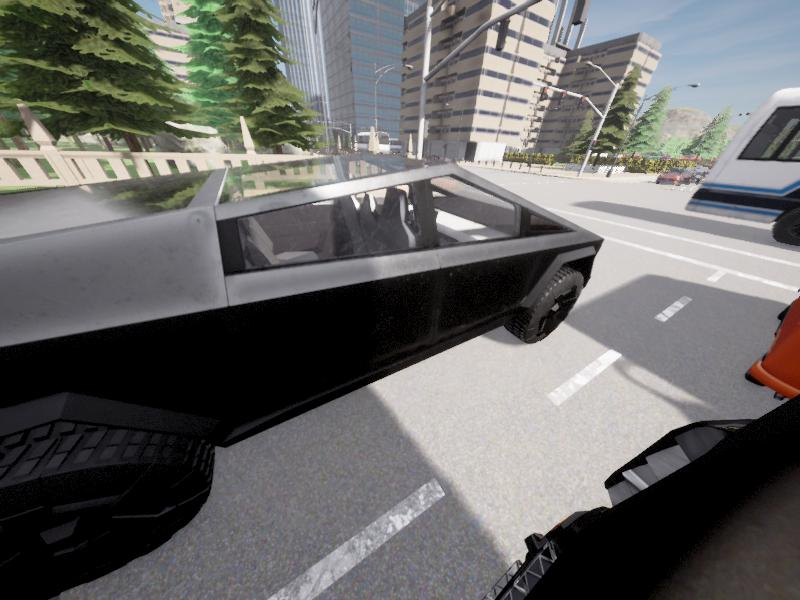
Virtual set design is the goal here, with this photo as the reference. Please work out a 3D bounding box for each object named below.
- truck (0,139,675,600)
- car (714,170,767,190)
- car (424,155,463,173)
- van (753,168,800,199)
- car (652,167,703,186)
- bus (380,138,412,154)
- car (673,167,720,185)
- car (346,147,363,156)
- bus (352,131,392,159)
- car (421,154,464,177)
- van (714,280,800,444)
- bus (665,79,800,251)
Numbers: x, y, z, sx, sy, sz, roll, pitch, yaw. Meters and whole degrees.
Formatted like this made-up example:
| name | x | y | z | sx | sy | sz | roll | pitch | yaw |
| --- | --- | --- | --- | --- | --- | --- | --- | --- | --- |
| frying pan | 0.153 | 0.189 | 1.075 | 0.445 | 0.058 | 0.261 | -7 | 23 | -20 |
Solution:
| name | x | y | z | sx | sy | sz | roll | pitch | yaw |
| --- | --- | --- | --- | --- | --- | --- | --- | --- | --- |
| truck | -0.487 | -0.313 | 2.467 | 6.274 | 2.098 | 2.390 | -16 | 38 | -26 |
| car | 35.670 | -12.652 | 24.225 | 4.974 | 1.542 | 2.038 | -16 | 38 | -26 |
| car | 4.910 | -15.977 | 27.009 | 1.812 | 1.442 | 4.674 | -16 | 38 | -26 |
| van | 31.787 | -9.590 | 18.921 | 4.442 | 1.987 | 1.775 | -14 | 37 | -24 |
| car | 29.416 | -13.141 | 24.498 | 4.514 | 1.525 | 2.007 | -15 | 37 | -25 |
| bus | -1.495 | -53.545 | 80.362 | 10.273 | 4.253 | 3.944 | -16 | 38 | -26 |
| car | 34.842 | -14.653 | 27.172 | 4.974 | 1.542 | 2.038 | -16 | 38 | -26 |
| car | -10.948 | -35.678 | 55.383 | 2.128 | 1.511 | 4.902 | -16 | 38 | -26 |
| bus | -5.884 | -31.696 | 47.298 | 3.944 | 4.253 | 10.273 | -16 | 38 | -26 |
| car | 3.990 | -13.015 | 22.340 | 1.851 | 1.617 | 3.988 | -14 | 37 | -24 |
| van | 5.895 | 0.153 | 2.344 | 4.442 | 1.987 | 1.775 | -16 | 38 | -26 |
| bus | 15.157 | -2.796 | 5.424 | 3.944 | 4.253 | 10.273 | -15 | 38 | -25 |
